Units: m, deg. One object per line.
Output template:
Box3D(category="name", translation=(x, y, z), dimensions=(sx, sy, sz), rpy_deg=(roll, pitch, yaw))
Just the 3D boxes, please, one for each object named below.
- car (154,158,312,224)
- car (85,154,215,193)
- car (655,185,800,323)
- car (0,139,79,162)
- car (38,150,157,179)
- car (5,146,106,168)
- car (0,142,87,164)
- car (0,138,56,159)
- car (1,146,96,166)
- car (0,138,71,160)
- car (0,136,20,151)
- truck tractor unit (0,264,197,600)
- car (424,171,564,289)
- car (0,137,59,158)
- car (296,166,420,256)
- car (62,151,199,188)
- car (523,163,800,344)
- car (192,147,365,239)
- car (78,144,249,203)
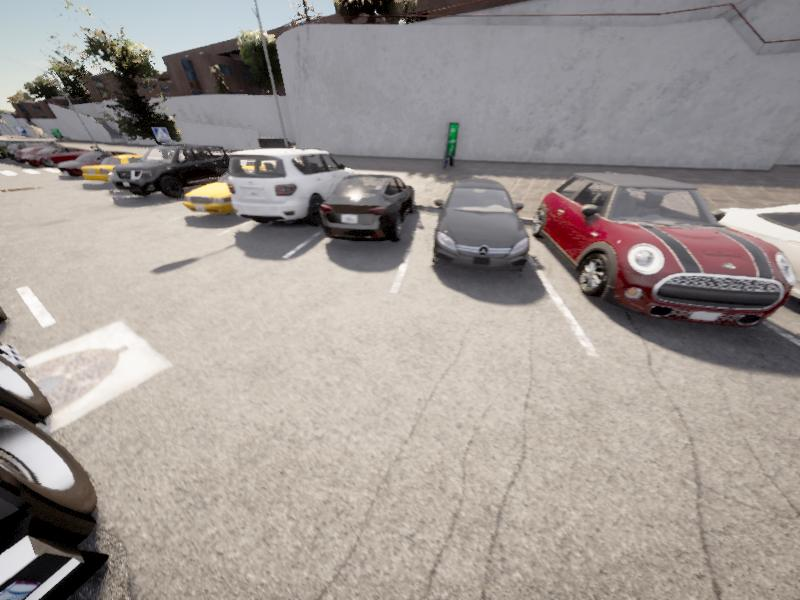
Box3D(category="car", translation=(-5.973, -4.717, 9.423), dimensions=(1.946, 1.575, 5.366), rpy_deg=(6, 35, 8))
Box3D(category="car", translation=(-13.744, -7.394, 13.272), dimensions=(2.002, 1.452, 4.674), rpy_deg=(6, 35, 8))
Box3D(category="car", translation=(7.064, -0.520, 3.422), dimensions=(2.002, 1.452, 4.674), rpy_deg=(6, 35, 8))
Box3D(category="car", translation=(-39.695, -16.464, 25.358), dimensions=(1.878, 1.987, 4.442), rpy_deg=(6, 35, 8))
Box3D(category="car", translation=(-21.551, -10.020, 16.892), dimensions=(2.163, 1.488, 4.792), rpy_deg=(7, 35, 8))
Box3D(category="car", translation=(-31.948, -13.541, 21.753), dimensions=(2.163, 1.488, 4.792), rpy_deg=(7, 35, 8))
Box3D(category="car", translation=(-37.137, -15.424, 24.087), dimensions=(2.185, 1.767, 4.553), rpy_deg=(6, 35, 8))
Box3D(category="car", translation=(-47.478, -18.958, 28.790), dimensions=(1.878, 1.987, 4.442), rpy_deg=(7, 35, 8))
Box3D(category="car", translation=(-34.552, -14.428, 22.996), dimensions=(2.002, 1.452, 4.674), rpy_deg=(6, 35, 8))
Box3D(category="car", translation=(-44.878, -18.153, 27.639), dimensions=(2.435, 2.045, 5.566), rpy_deg=(7, 35, 8))
Box3D(category="car", translation=(-68.150, -26.059, 38.383), dimensions=(1.878, 1.987, 4.442), rpy_deg=(7, 35, 7))
Box3D(category="truck tractor unit", translation=(-5.111, -0.303, 0.773), dimensions=(6.516, 4.208, 3.053), rpy_deg=(18, 39, 24))
Box3D(category="car", translation=(1.867, -2.210, 5.900), dimensions=(2.002, 1.452, 4.674), rpy_deg=(6, 35, 8))
Box3D(category="car", translation=(-50.046, -19.937, 30.103), dimensions=(2.435, 2.045, 5.566), rpy_deg=(6, 35, 8))
Box3D(category="car", translation=(-0.741, -3.092, 7.153), dimensions=(2.163, 1.488, 4.792), rpy_deg=(6, 35, 8))
Box3D(category="car", translation=(-16.321, -8.407, 14.615), dimensions=(1.946, 1.575, 5.366), rpy_deg=(6, 35, 8))
Box3D(category="car", translation=(4.470, -1.519, 4.592), dimensions=(2.185, 1.767, 4.553), rpy_deg=(6, 35, 8))
Box3D(category="car", translation=(-3.337, -4.179, 8.225), dimensions=(2.435, 2.045, 5.566), rpy_deg=(6, 35, 8))
Box3D(category="car", translation=(-11.141, -6.739, 11.859), dimensions=(2.435, 2.045, 5.566), rpy_deg=(7, 35, 8))
